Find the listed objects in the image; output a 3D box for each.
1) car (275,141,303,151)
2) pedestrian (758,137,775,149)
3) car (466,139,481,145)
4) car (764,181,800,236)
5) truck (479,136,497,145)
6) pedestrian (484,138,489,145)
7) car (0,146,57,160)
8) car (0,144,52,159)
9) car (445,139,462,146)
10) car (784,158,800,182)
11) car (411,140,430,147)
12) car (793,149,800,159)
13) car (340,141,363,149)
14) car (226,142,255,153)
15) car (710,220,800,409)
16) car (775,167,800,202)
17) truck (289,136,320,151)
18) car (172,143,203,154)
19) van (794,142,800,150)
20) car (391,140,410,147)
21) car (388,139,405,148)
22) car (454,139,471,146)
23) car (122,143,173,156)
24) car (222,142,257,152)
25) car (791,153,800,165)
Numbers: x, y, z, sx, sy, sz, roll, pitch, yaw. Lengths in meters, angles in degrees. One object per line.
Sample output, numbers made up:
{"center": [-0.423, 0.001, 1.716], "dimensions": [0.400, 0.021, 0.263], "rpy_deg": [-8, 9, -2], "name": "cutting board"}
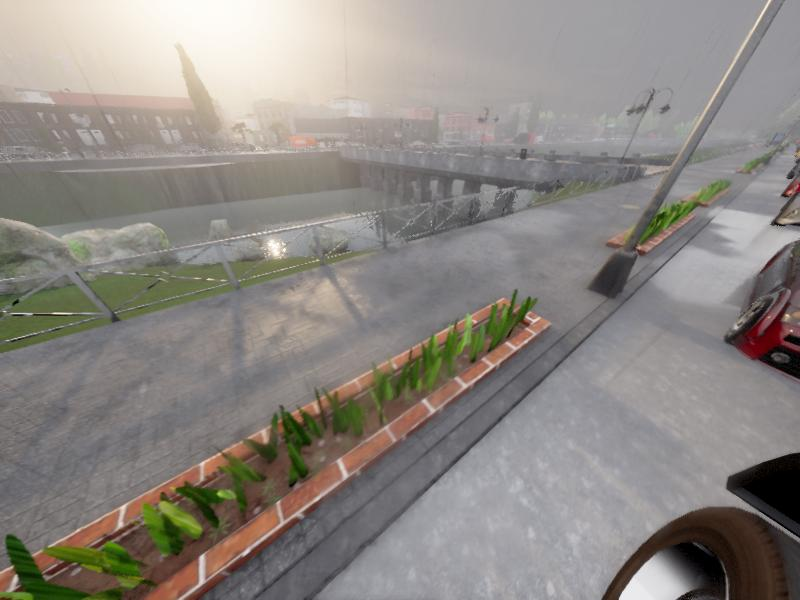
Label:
{"center": [-24.390, -33.971, 50.852], "dimensions": [4.856, 1.649, 2.033], "rpy_deg": [-22, 40, -27], "name": "car"}
{"center": [70.332, -30.166, 44.331], "dimensions": [0.751, 1.860, 0.751], "rpy_deg": [-15, 38, -19], "name": "pedestrian"}
{"center": [25.236, -54.334, 79.469], "dimensions": [4.892, 1.490, 1.837], "rpy_deg": [-22, 41, -28], "name": "car"}
{"center": [13.012, -2.928, 6.641], "dimensions": [4.514, 1.525, 2.007], "rpy_deg": [-22, 40, -27], "name": "car"}
{"center": [29.528, -53.672, 77.656], "dimensions": [5.204, 2.467, 2.627], "rpy_deg": [-22, 41, -28], "name": "truck"}
{"center": [27.390, -50.086, 72.896], "dimensions": [0.751, 1.860, 0.751], "rpy_deg": [-22, 41, -28], "name": "pedestrian"}
{"center": [-51.042, -20.241, 31.709], "dimensions": [3.806, 1.475, 1.970], "rpy_deg": [-22, 40, -27], "name": "car"}
{"center": [-55.149, -21.389, 33.224], "dimensions": [5.238, 1.638, 1.930], "rpy_deg": [-22, 41, -28], "name": "car"}
{"center": [17.376, -51.164, 74.913], "dimensions": [5.238, 1.638, 1.930], "rpy_deg": [-22, 41, -28], "name": "car"}
{"center": [25.519, -8.131, 13.971], "dimensions": [4.193, 1.474, 1.816], "rpy_deg": [-23, 41, -28], "name": "car"}
{"center": [5.694, -43.507, 64.225], "dimensions": [5.366, 1.575, 1.801], "rpy_deg": [-22, 41, -28], "name": "car"}
{"center": [48.995, -17.739, 27.368], "dimensions": [5.008, 1.535, 1.882], "rpy_deg": [-22, 41, -28], "name": "car"}
{"center": [-12.130, -39.033, 57.971], "dimensions": [4.974, 1.542, 2.038], "rpy_deg": [-22, 41, -28], "name": "car"}
{"center": [-30.142, -28.859, 43.663], "dimensions": [3.988, 1.617, 1.851], "rpy_deg": [-22, 41, -28], "name": "car"}
{"center": [5.965, 0.032, 2.658], "dimensions": [4.181, 1.385, 1.994], "rpy_deg": [-22, 41, -28], "name": "car"}
{"center": [18.574, -5.226, 9.859], "dimensions": [4.514, 1.525, 2.007], "rpy_deg": [-22, 41, -27], "name": "car"}
{"center": [-20.257, -33.242, 49.061], "dimensions": [5.204, 2.467, 2.627], "rpy_deg": [-22, 41, -28], "name": "truck"}
{"center": [-38.921, -27.888, 42.463], "dimensions": [3.806, 1.475, 1.970], "rpy_deg": [-21, 40, -27], "name": "car"}
{"center": [77.134, -29.664, 43.291], "dimensions": [6.366, 2.431, 2.351], "rpy_deg": [-22, 41, -28], "name": "van"}
{"center": [0.107, -44.033, 65.018], "dimensions": [5.008, 1.535, 1.882], "rpy_deg": [-22, 41, -28], "name": "car"}
{"center": [-0.886, -40.956, 60.353], "dimensions": [3.866, 1.878, 1.905], "rpy_deg": [-22, 41, -28], "name": "car"}
{"center": [19.478, -49.184, 72.132], "dimensions": [4.974, 1.542, 2.038], "rpy_deg": [-22, 41, -28], "name": "car"}
{"center": [-40.823, -24.501, 37.530], "dimensions": [5.238, 1.638, 1.930], "rpy_deg": [-22, 41, -27], "name": "car"}
{"center": [-32.149, -30.782, 46.375], "dimensions": [5.238, 1.638, 1.930], "rpy_deg": [-22, 40, -27], "name": "car"}
{"center": [38.711, -13.514, 21.456], "dimensions": [3.633, 1.501, 1.845], "rpy_deg": [-22, 41, -28], "name": "car"}
